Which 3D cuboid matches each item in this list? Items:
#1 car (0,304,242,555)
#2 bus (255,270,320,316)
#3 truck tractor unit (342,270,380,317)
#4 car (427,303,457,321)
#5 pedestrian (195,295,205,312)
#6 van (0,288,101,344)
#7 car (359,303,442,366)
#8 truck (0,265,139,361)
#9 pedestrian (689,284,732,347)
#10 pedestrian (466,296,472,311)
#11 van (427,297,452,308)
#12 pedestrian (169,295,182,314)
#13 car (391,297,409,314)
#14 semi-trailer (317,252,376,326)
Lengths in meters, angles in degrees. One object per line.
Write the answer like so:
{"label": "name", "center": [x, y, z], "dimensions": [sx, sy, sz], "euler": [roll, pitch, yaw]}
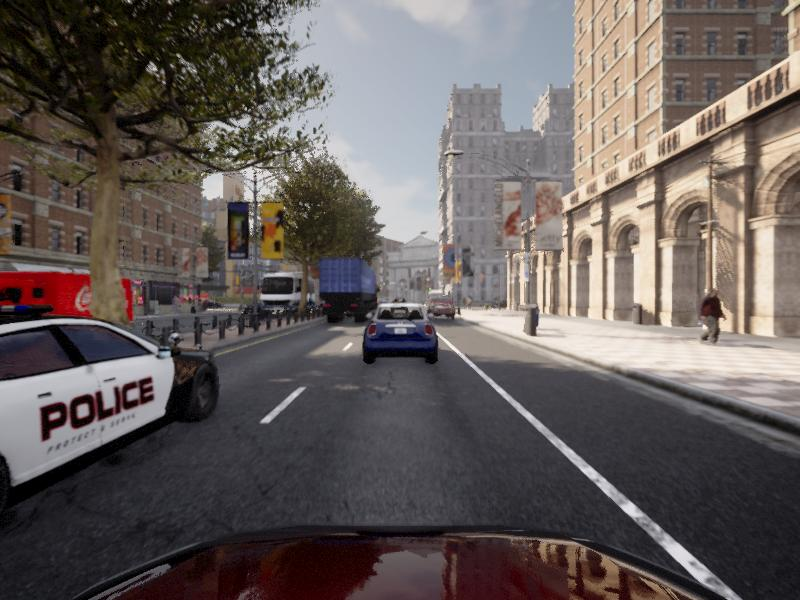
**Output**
{"label": "car", "center": [-3.502, 0.817, 3.788], "dimensions": [2.038, 1.542, 4.974], "euler": [0, 0, 0]}
{"label": "bus", "center": [-11.387, -0.600, 42.110], "dimensions": [3.944, 4.253, 10.273], "euler": [0, 0, 0]}
{"label": "truck tractor unit", "center": [-3.628, -0.587, 39.078], "dimensions": [3.053, 4.208, 6.516], "euler": [0, 1, 0]}
{"label": "car", "center": [3.244, 0.887, 32.034], "dimensions": [1.895, 1.301, 4.718], "euler": [0, 0, 0]}
{"label": "pedestrian", "center": [-22.422, 0.413, 44.888], "dimensions": [0.751, 1.860, 0.751], "euler": [0, 0, -8]}
{"label": "van", "center": [-14.978, 0.572, 16.593], "dimensions": [1.775, 1.987, 4.442], "euler": [0, 0, 0]}
{"label": "car", "center": [0.007, 0.835, 11.394], "dimensions": [1.970, 1.475, 3.806], "euler": [0, 0, 0]}
{"label": "truck", "center": [-11.483, 0.337, 12.971], "dimensions": [2.627, 2.467, 5.204], "euler": [0, 0, 0]}
{"label": "pedestrian", "center": [9.541, 0.465, 12.302], "dimensions": [0.751, 1.860, 0.751], "euler": [0, 0, -13]}
{"label": "pedestrian", "center": [8.757, 0.403, 50.611], "dimensions": [0.751, 1.860, 0.751], "euler": [0, 0, 6]}
{"label": "van", "center": [7.094, 0.482, 72.491], "dimensions": [4.442, 1.987, 1.775], "euler": [0, 0, 0]}
{"label": "pedestrian", "center": [-21.377, 0.424, 38.129], "dimensions": [0.751, 1.860, 0.751], "euler": [0, 0, 8]}
{"label": "car", "center": [-0.008, 0.578, 45.207], "dimensions": [1.932, 1.855, 4.605], "euler": [0, 0, 1]}
{"label": "semi-trailer", "center": [-3.624, -0.667, 31.168], "dimensions": [2.717, 4.402, 14.254], "euler": [0, 0, 0]}
